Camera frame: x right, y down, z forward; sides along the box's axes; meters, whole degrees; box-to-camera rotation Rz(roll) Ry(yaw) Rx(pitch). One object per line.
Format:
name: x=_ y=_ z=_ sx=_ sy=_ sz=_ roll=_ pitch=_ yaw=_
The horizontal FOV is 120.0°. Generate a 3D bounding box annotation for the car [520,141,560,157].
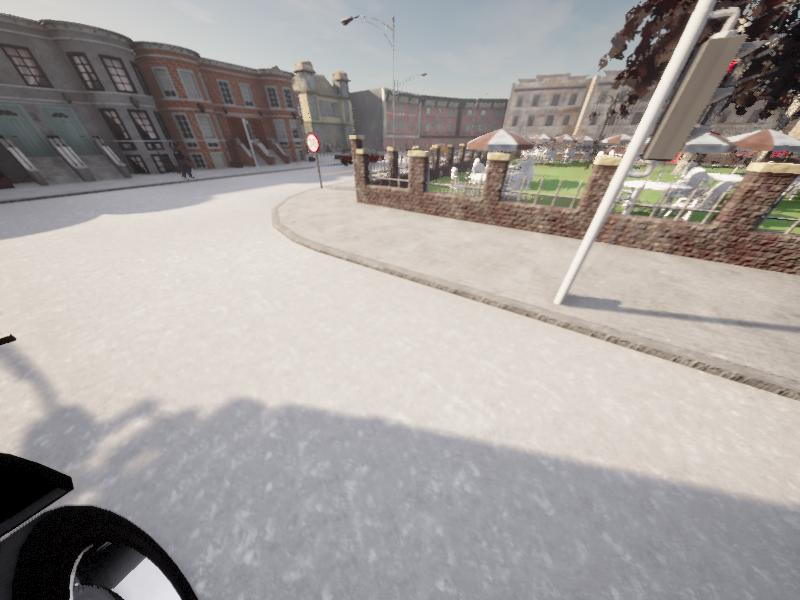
car: x=21.173 y=-22.944 z=35.015 sx=4.605 sy=1.855 sz=1.932 roll=19 pitch=39 yaw=25

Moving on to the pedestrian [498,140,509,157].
pedestrian: x=14.109 y=-20.721 z=31.591 sx=0.751 sy=1.860 sz=0.751 roll=-29 pitch=44 yaw=-35

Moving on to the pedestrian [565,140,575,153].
pedestrian: x=28.841 y=-26.029 z=39.250 sx=0.751 sy=1.860 sz=0.751 roll=14 pitch=37 yaw=18

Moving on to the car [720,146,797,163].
car: x=43.007 y=-17.608 z=27.940 sx=4.514 sy=1.525 sz=2.007 roll=20 pitch=40 yaw=25

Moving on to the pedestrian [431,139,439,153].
pedestrian: x=5.839 y=-25.670 z=38.539 sx=0.751 sy=1.860 sz=0.751 roll=-22 pitch=41 yaw=-29

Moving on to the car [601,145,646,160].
car: x=29.546 y=-19.646 z=30.756 sx=3.806 sy=1.475 sz=1.970 roll=19 pitch=39 yaw=24

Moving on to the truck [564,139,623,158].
truck: x=28.840 y=-22.896 z=34.819 sx=6.274 sy=2.098 sz=2.390 roll=20 pitch=39 yaw=25

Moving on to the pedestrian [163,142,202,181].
pedestrian: x=-12.352 y=-7.910 z=13.185 sx=0.751 sy=1.860 sz=0.751 roll=-10 pitch=37 yaw=-15

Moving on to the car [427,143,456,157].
car: x=6.291 y=-22.541 z=34.605 sx=1.882 sy=1.535 sz=5.008 roll=24 pitch=41 yaw=29

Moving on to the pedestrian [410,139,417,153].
pedestrian: x=2.148 y=-24.721 z=37.159 sx=0.751 sy=1.860 sz=0.751 roll=-29 pitch=45 yaw=-35

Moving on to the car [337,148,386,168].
car: x=-3.455 y=-13.505 z=21.912 sx=1.895 sy=1.301 sz=4.718 roll=20 pitch=40 yaw=25
